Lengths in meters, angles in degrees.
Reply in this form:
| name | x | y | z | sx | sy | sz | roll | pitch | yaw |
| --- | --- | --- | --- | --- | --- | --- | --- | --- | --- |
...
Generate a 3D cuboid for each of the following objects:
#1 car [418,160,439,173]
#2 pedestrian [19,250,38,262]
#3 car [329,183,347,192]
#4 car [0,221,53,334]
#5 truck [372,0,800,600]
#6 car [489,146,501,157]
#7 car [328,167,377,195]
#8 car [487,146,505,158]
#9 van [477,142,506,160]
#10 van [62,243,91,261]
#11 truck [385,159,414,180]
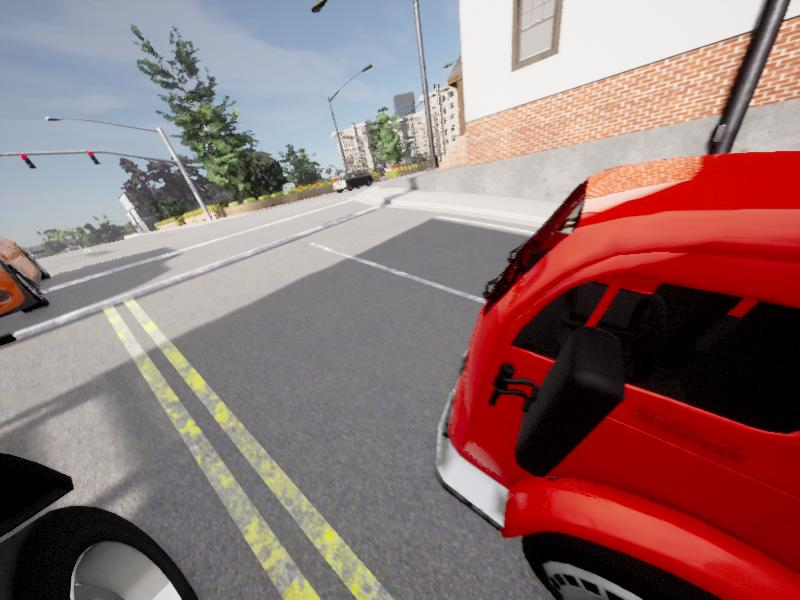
| name | x | y | z | sx | sy | sz | roll | pitch | yaw |
| --- | --- | --- | --- | --- | --- | --- | --- | --- | --- |
| car | 8.189 | -38.367 | 66.320 | 5.566 | 2.045 | 2.150 | 11 | 36 | 37 |
| pedestrian | -61.110 | -7.266 | 38.012 | 0.751 | 1.860 | 0.751 | 13 | 37 | 40 |
| car | -23.080 | -42.088 | 86.256 | 5.566 | 2.045 | 2.150 | -24 | 30 | -21 |
| car | -8.143 | -0.454 | 3.788 | 4.553 | 1.767 | 2.097 | 15 | 38 | 33 |
| truck | 2.847 | 0.814 | 0.612 | 5.204 | 2.467 | 2.627 | 22 | 41 | 27 |
| car | 21.957 | -34.196 | 53.280 | 1.851 | 1.617 | 3.988 | -6 | 29 | 14 |
| car | -4.892 | -12.659 | 24.506 | 1.932 | 1.855 | 4.605 | 10 | 35 | 36 |
| car | 19.977 | -30.722 | 47.842 | 2.038 | 1.542 | 4.974 | 10 | 35 | 36 |
| van | 22.877 | -37.332 | 57.830 | 6.366 | 2.431 | 2.351 | -14 | 28 | 0 |
| van | -76.756 | -11.344 | 54.947 | 6.366 | 2.431 | 2.351 | -2 | 28 | 42 |
| truck | -0.174 | -40.659 | 72.127 | 8.468 | 3.827 | 2.891 | 11 | 36 | 37 |
